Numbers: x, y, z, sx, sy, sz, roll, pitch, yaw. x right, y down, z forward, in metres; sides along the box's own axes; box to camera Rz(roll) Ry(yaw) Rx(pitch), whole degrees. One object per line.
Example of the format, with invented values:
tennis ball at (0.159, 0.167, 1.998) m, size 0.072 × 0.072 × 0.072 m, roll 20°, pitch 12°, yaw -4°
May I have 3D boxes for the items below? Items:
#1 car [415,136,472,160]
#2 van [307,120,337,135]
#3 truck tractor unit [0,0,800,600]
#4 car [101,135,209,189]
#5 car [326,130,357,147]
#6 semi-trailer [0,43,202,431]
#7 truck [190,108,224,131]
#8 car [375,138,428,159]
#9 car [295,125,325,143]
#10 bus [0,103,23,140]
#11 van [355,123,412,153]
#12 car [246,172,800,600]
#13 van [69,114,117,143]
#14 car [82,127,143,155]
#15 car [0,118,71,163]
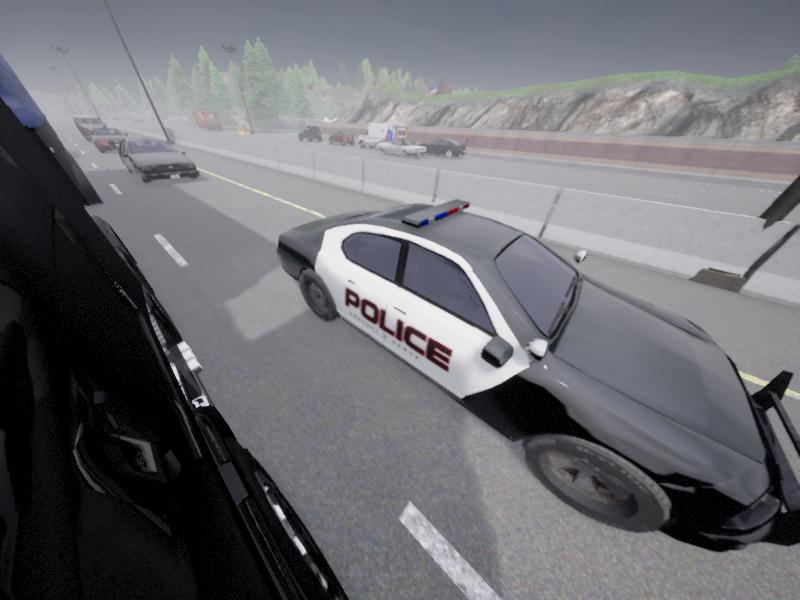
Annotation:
car at (4.052, -14.781, 22.392) m, size 5.008 × 1.535 × 1.882 m, roll 28°, pitch 44°, yaw 30°
van at (-17.665, -39.338, 52.731) m, size 1.988 × 2.561 × 5.915 m, roll 28°, pitch 44°, yaw 30°
truck tractor unit at (-2.645, -0.295, 0.352) m, size 6.516 × 4.208 × 3.053 m, roll 28°, pitch 44°, yaw 30°
car at (-10.849, -6.247, 10.163) m, size 5.357 × 1.411 × 2.033 m, roll 28°, pitch 44°, yaw 30°
car at (-7.598, -21.000, 29.973) m, size 3.705 × 1.549 × 1.789 m, roll 28°, pitch 44°, yaw 30°
semi-trailer at (-8.699, -3.601, 4.233) m, size 14.254 × 4.402 × 2.717 m, roll 28°, pitch 44°, yaw 30°
truck at (-44.262, -41.328, 52.985) m, size 8.468 × 3.827 × 2.891 m, roll 30°, pitch 45°, yaw 32°
car at (0.013, -14.093, 21.422) m, size 4.718 × 1.301 × 1.895 m, roll 28°, pitch 44°, yaw 30°
car at (-12.964, -24.000, 33.371) m, size 3.866 × 1.878 × 1.905 m, roll 28°, pitch 44°, yaw 30°
bus at (-40.106, -17.645, 21.195) m, size 10.273 × 4.253 × 3.944 m, roll 28°, pitch 44°, yaw 30°
van at (-2.004, -18.375, 26.079) m, size 6.366 × 2.431 × 2.351 m, roll 28°, pitch 44°, yaw 30°
car at (0.699, -0.143, 2.604) m, size 4.974 × 1.542 × 2.038 m, roll 28°, pitch 44°, yaw 30°
van at (-29.018, -16.181, 21.825) m, size 4.442 × 1.987 × 1.775 m, roll 28°, pitch 44°, yaw 30°
car at (-20.450, -11.358, 16.426) m, size 4.181 × 1.385 × 1.994 m, roll 28°, pitch 44°, yaw 30°
car at (-20.910, -9.039, 12.939) m, size 4.553 × 1.767 × 2.097 m, roll 28°, pitch 44°, yaw 30°
